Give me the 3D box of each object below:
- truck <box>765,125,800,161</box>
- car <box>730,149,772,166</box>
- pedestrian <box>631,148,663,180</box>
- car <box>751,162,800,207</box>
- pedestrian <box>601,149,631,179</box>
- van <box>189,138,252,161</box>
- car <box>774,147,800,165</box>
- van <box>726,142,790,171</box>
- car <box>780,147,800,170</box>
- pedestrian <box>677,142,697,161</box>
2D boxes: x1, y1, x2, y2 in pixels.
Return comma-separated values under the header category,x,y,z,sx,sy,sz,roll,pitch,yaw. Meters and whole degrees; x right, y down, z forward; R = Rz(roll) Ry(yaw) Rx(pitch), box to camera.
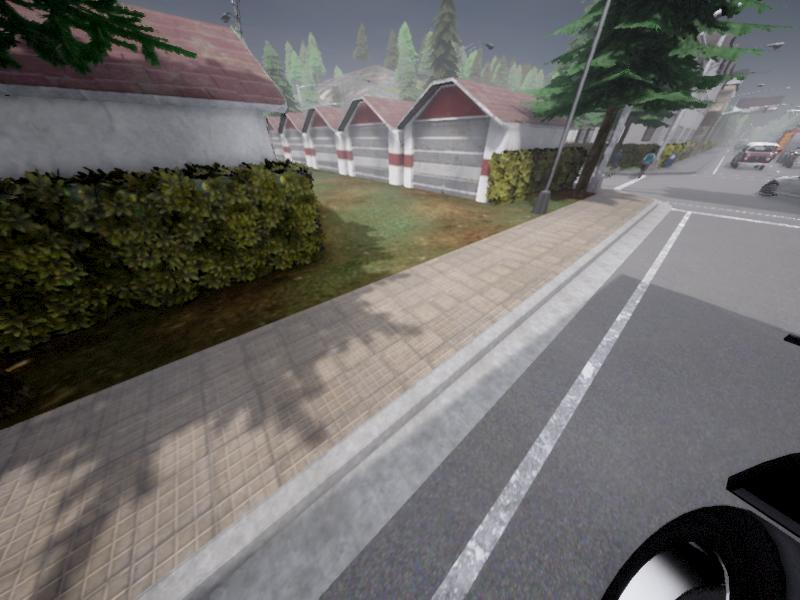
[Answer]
category,x,y,z,sx,sy,sz,roll,pitch,yaw
truck,55.035,-21.968,32.234,8.468,3.827,2.891,-24,41,-30
car,38.202,-15.643,25.274,4.181,1.385,1.994,-26,43,-32
pedestrian,17.518,-9.676,16.415,0.751,1.860,0.751,-27,43,-33
car,18.595,-4.778,9.828,1.812,1.442,4.674,13,38,18
pedestrian,15.974,-10.103,17.133,0.751,1.860,0.751,-20,40,-27
van,-24.991,-21.209,32.443,6.366,2.431,2.351,-26,43,-32
car,45.440,-16.553,26.450,4.974,1.542,2.038,-25,42,-32
van,32.628,-13.271,21.275,4.480,2.038,2.069,-29,44,-35
car,39.103,-13.533,22.034,5.027,1.651,2.152,-26,43,-32
pedestrian,33.773,-17.495,27.198,0.751,1.860,0.751,-27,43,-33
